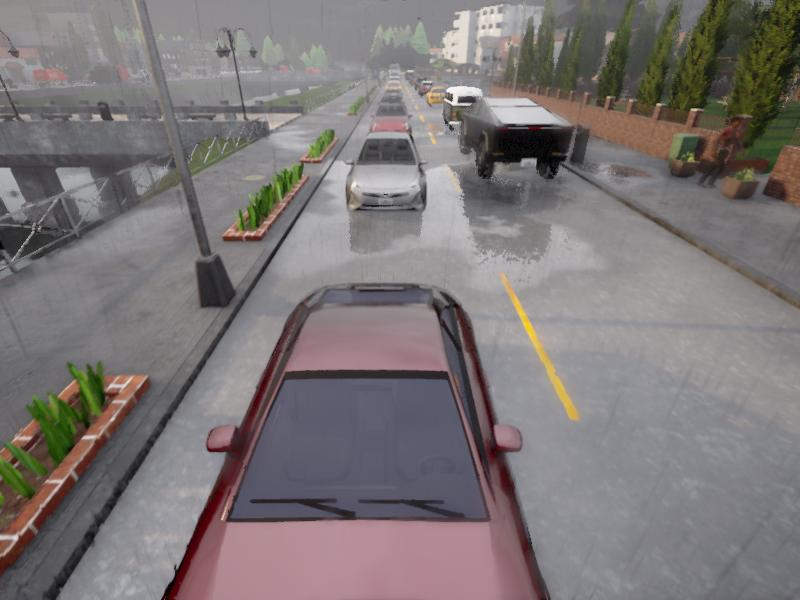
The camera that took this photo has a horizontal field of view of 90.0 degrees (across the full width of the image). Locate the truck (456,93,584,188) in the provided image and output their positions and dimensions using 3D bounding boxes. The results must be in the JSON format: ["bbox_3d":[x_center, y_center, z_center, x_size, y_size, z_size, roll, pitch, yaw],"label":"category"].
[{"bbox_3d":[3.591,-5.726,13.710,2.390,2.098,6.274,0,30,0],"label":"truck"}]

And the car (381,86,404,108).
[{"bbox_3d":[-0.614,-17.400,34.224,1.845,1.501,3.633,0,30,0],"label":"car"}]

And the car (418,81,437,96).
[{"bbox_3d":[3.225,-25.220,47.647,1.970,1.475,3.806,0,30,0],"label":"car"}]

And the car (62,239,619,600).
[{"bbox_3d":[-0.216,0.978,2.975,1.994,1.385,4.181,0,30,0],"label":"car"}]

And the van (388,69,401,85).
[{"bbox_3d":[-1.081,-43.140,77.329,2.351,2.431,6.366,0,30,0],"label":"van"}]

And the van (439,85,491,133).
[{"bbox_3d":[3.497,-10.792,22.424,2.069,2.038,4.480,0,30,0],"label":"van"}]

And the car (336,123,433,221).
[{"bbox_3d":[-0.321,-3.569,10.588,2.007,1.525,4.514,0,30,0],"label":"car"}]

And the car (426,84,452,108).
[{"bbox_3d":[3.353,-18.083,35.342,1.801,1.575,5.366,0,30,0],"label":"car"}]

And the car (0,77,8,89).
[{"bbox_3d":[-62.596,-32.727,60.363,2.038,1.542,4.974,0,30,0],"label":"car"}]

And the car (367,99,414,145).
[{"bbox_3d":[-0.405,-8.709,19.375,2.007,1.525,4.514,0,30,0],"label":"car"}]

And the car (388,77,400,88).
[{"bbox_3d":[-0.962,-36.225,66.544,1.994,1.385,4.181,0,30,0],"label":"car"}]

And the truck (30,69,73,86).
[{"bbox_3d":[-62.729,-40.147,72.175,2.627,2.467,5.204,0,30,0],"label":"truck"}]

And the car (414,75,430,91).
[{"bbox_3d":[3.134,-31.166,57.411,1.932,1.855,4.605,0,30,0],"label":"car"}]

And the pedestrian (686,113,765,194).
[{"bbox_3d":[8.419,-3.823,10.437,0.751,1.860,0.751,-6,31,-11],"label":"pedestrian"}]

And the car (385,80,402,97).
[{"bbox_3d":[-0.744,-24.631,46.579,1.882,1.535,5.008,0,30,0],"label":"car"}]

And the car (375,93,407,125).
[{"bbox_3d":[-0.557,-12.185,25.367,1.816,1.474,4.193,0,30,-1],"label":"car"}]
